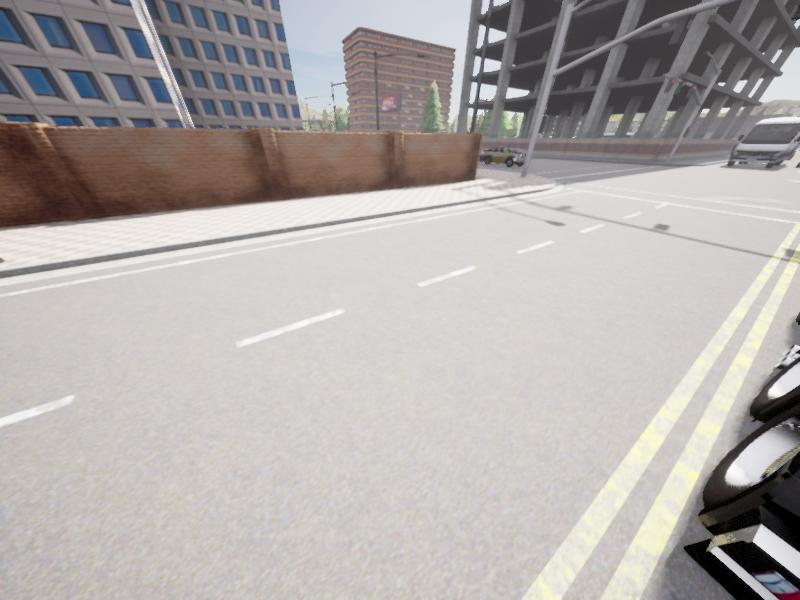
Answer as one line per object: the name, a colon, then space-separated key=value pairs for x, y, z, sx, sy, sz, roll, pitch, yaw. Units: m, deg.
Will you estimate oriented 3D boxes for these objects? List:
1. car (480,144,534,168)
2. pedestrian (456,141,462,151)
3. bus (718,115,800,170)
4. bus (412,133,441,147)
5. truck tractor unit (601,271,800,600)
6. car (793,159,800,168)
car: x=10.940 y=-15.081 z=24.108 sx=1.932 sy=1.855 sz=4.605 roll=-17 pitch=39 yaw=-24
pedestrian: x=13.016 y=-33.863 z=50.811 sx=0.751 sy=1.860 sz=0.751 roll=-20 pitch=40 yaw=-26
bus: x=40.409 y=-16.980 z=25.003 sx=10.273 sy=4.253 sz=3.944 roll=-19 pitch=39 yaw=-25
bus: x=10.036 y=-60.445 z=87.175 sx=10.273 sy=4.253 sz=3.944 roll=-19 pitch=39 yaw=-25
truck tractor unit: x=5.121 y=-0.291 z=0.763 sx=6.516 sy=4.208 sz=3.053 roll=-18 pitch=39 yaw=-24
car: x=43.344 y=-14.627 z=24.009 sx=3.705 sy=1.549 sz=1.789 roll=-19 pitch=39 yaw=-26
